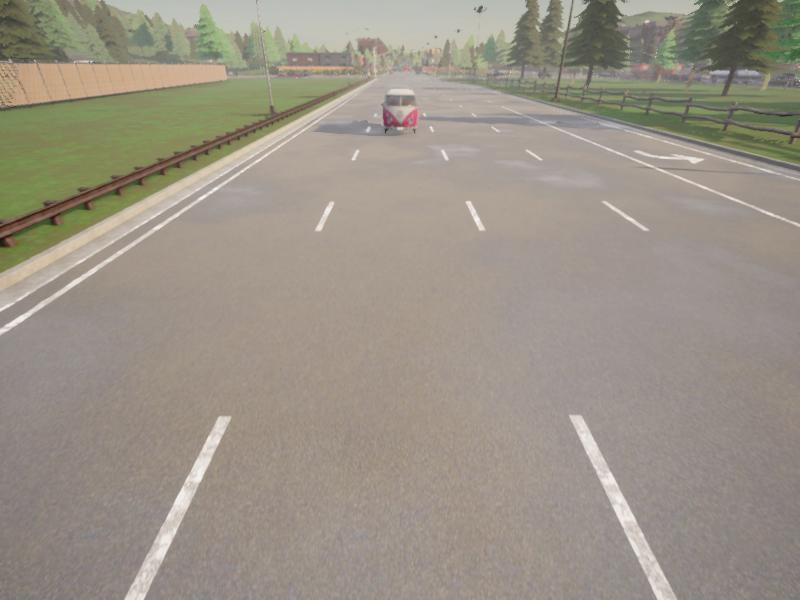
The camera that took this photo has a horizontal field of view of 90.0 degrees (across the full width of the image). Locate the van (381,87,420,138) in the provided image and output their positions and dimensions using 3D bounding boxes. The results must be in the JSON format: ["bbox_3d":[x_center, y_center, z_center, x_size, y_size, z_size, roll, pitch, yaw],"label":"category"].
[{"bbox_3d":[0.011,-9.820,20.794,1.775,1.987,4.442,0,30,0],"label":"van"}]
